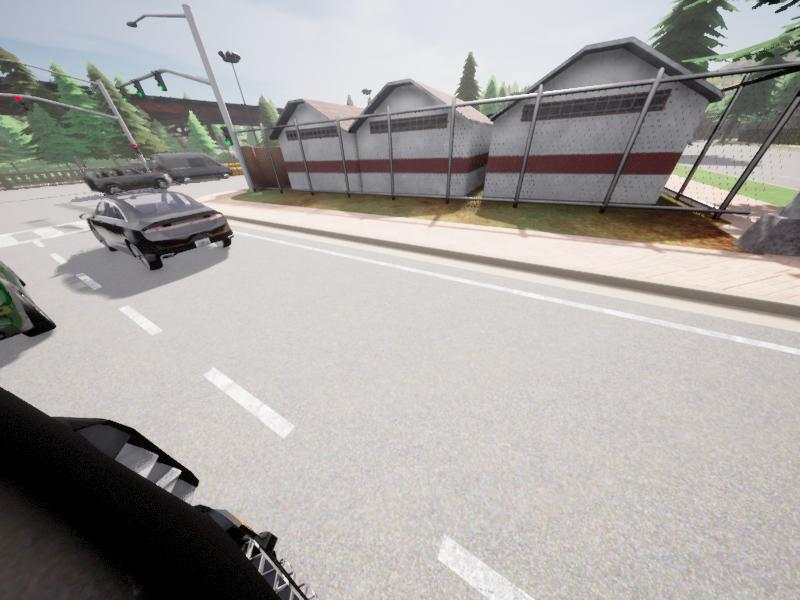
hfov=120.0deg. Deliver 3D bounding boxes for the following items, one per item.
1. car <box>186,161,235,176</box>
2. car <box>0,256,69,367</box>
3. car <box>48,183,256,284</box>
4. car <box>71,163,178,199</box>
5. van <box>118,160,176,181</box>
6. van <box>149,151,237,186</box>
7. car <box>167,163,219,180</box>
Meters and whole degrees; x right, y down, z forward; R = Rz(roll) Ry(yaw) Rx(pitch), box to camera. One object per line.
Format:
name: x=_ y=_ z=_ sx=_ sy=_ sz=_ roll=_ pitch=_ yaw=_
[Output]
car: x=-26.899 y=-18.865 z=33.010 sx=2.128 sy=1.511 sz=4.902 roll=15 pitch=37 yaw=24
car: x=-7.429 y=-0.196 z=3.177 sx=4.553 sy=1.767 sz=2.097 roll=16 pitch=38 yaw=26
car: x=-6.623 y=-2.089 z=6.221 sx=4.902 sy=1.511 sz=2.128 roll=16 pitch=38 yaw=26
car: x=-20.717 y=-9.212 z=17.686 sx=1.932 sy=1.855 sz=4.605 roll=15 pitch=38 yaw=24
van: x=-32.741 y=-16.924 z=30.104 sx=1.775 sy=1.987 sz=4.442 roll=15 pitch=37 yaw=24
van: x=-20.755 y=-13.565 z=23.638 sx=1.988 sy=2.561 sz=5.915 roll=15 pitch=38 yaw=24
car: x=-25.631 y=-16.052 z=28.808 sx=1.994 sy=1.385 sz=4.181 roll=15 pitch=37 yaw=24
